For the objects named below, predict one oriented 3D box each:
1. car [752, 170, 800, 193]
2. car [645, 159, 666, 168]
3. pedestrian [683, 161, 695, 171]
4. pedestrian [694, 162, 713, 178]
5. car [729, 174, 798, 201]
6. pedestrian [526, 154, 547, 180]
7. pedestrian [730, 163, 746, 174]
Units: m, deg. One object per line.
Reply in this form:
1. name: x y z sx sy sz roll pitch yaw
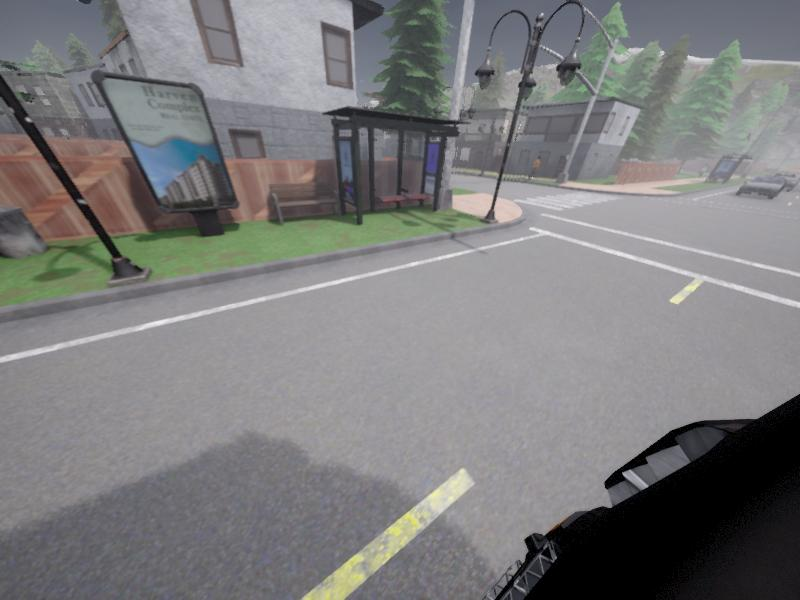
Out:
1. car: 37.632 -11.770 22.841 5.027 1.651 2.152 -17 38 -27
2. car: 63.822 -34.014 57.643 4.605 1.855 1.932 -18 39 -28
3. pedestrian: 64.688 -30.102 51.778 0.751 1.860 0.751 -15 37 -24
4. pedestrian: 40.977 -17.512 31.174 0.751 1.860 0.751 -20 40 -30
5. car: 28.193 -8.782 17.880 5.357 1.411 2.033 -17 38 -27
6. pedestrian: 11.577 -11.265 19.651 0.751 1.860 0.751 -8 35 -15
7. pedestrian: 67.836 -26.375 46.405 0.751 1.860 0.751 13 35 15
